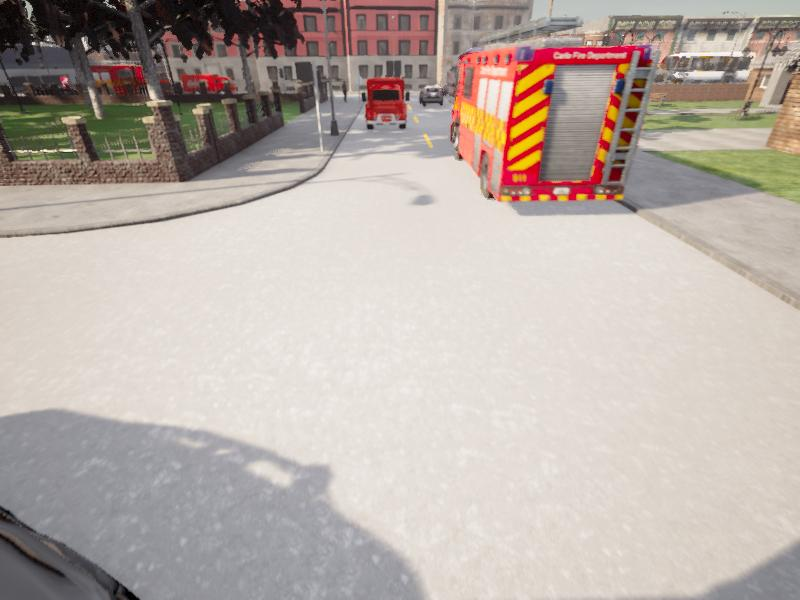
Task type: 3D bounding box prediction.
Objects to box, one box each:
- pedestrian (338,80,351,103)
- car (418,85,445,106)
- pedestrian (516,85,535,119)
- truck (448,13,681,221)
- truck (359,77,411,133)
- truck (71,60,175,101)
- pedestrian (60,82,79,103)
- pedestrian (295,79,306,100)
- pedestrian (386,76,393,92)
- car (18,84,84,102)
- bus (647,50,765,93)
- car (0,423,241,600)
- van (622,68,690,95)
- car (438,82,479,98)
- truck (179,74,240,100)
[{"bbox_3d":[-5.159,-19.595,37.551,0.751,1.860,0.751,23,38,34],"label":"pedestrian"},{"bbox_3d":[2.815,-18.617,36.373,1.970,1.475,3.806,-2,30,-2],"label":"car"},{"bbox_3d":[7.748,-12.223,24.709,0.751,1.860,0.751,10,32,18],"label":"pedestrian"},{"bbox_3d":[3.504,-5.605,11.765,2.891,3.827,8.468,-1,30,-1],"label":"truck"},{"bbox_3d":[-0.803,-11.345,23.005,2.627,2.467,5.204,-1,30,-1],"label":"truck"},{"bbox_3d":[-30.460,-24.344,44.422,8.468,3.827,2.891,-1,30,-1],"label":"truck"},{"bbox_3d":[-33.530,-21.112,40.636,0.751,1.860,0.751,-10,31,-15],"label":"pedestrian"},{"bbox_3d":[-10.192,-21.580,41.036,0.751,1.860,0.751,-2,30,-2],"label":"pedestrian"},{"bbox_3d":[-1.378,-27.975,51.825,0.751,1.860,0.751,-7,31,-11],"label":"pedestrian"},{"bbox_3d":[-38.976,-23.229,44.844,5.027,1.651,2.152,-1,30,-1],"label":"car"},{"bbox_3d":[36.939,-27.823,48.789,10.273,4.253,3.944,-1,30,-1],"label":"bus"},{"bbox_3d":[-3.474,1.567,1.948,4.902,1.511,2.128,11,35,19],"label":"car"},{"bbox_3d":[29.135,-24.988,45.769,5.915,2.561,1.988,-1,30,-1],"label":"van"},{"bbox_3d":[6.691,-23.992,45.610,4.181,1.385,1.994,-15,33,-23],"label":"car"},{"bbox_3d":[-21.296,-23.939,44.913,5.204,2.467,2.627,-1,30,-2],"label":"truck"}]
